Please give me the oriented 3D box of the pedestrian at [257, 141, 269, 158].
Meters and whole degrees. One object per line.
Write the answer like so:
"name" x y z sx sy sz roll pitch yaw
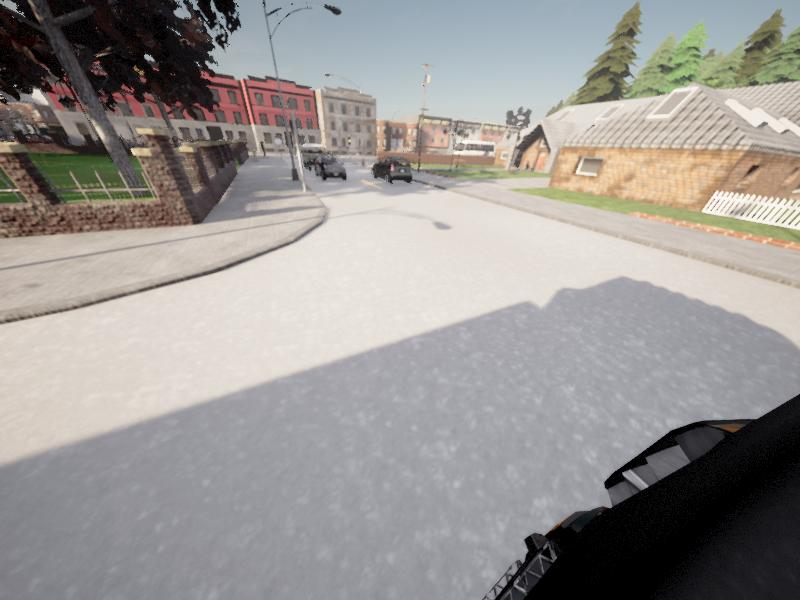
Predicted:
"pedestrian" -18.434 -20.351 31.194 0.751 1.860 0.751 -2 34 -7

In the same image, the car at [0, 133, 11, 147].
"car" -50.151 -19.095 27.010 3.866 1.878 1.905 -13 37 -23

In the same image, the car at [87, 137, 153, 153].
"car" -35.637 -19.822 29.606 4.892 1.490 1.837 -14 37 -23

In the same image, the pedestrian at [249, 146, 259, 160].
"pedestrian" -17.264 -17.397 27.350 0.751 1.300 0.751 -13 37 -23

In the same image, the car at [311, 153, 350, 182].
"car" -5.007 -9.540 16.521 1.845 1.501 3.633 -13 37 -22

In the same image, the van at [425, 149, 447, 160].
"van" 8.070 -32.579 51.787 4.442 1.987 1.775 -13 37 -22

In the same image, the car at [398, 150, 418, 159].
"car" 1.707 -30.920 49.204 3.633 1.501 1.845 -13 37 -23

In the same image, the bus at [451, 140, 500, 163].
"bus" 18.069 -35.550 55.386 10.273 4.253 3.944 -13 37 -22

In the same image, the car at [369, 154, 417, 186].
"car" -0.647 -9.507 16.746 1.851 1.617 3.988 -13 37 -23

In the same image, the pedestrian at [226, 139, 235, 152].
"pedestrian" -29.782 -27.196 40.594 0.751 1.860 0.751 -19 39 -29

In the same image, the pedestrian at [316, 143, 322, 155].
"pedestrian" -16.002 -29.742 45.508 0.751 1.860 0.751 -16 38 -26

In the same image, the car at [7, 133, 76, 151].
"car" -41.696 -18.450 27.011 3.705 1.549 1.789 -13 37 -22

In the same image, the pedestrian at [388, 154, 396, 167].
"pedestrian" -0.957 -16.345 27.050 0.751 1.300 0.751 -12 36 -21

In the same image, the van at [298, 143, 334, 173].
"van" -7.682 -12.949 20.976 2.069 2.038 4.480 -13 37 -22

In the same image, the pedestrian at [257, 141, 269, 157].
"pedestrian" -18.701 -20.674 31.659 0.751 1.860 0.751 1 34 -4

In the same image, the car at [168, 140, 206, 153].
"car" -31.986 -23.115 34.814 3.633 1.501 1.845 -13 37 -22
